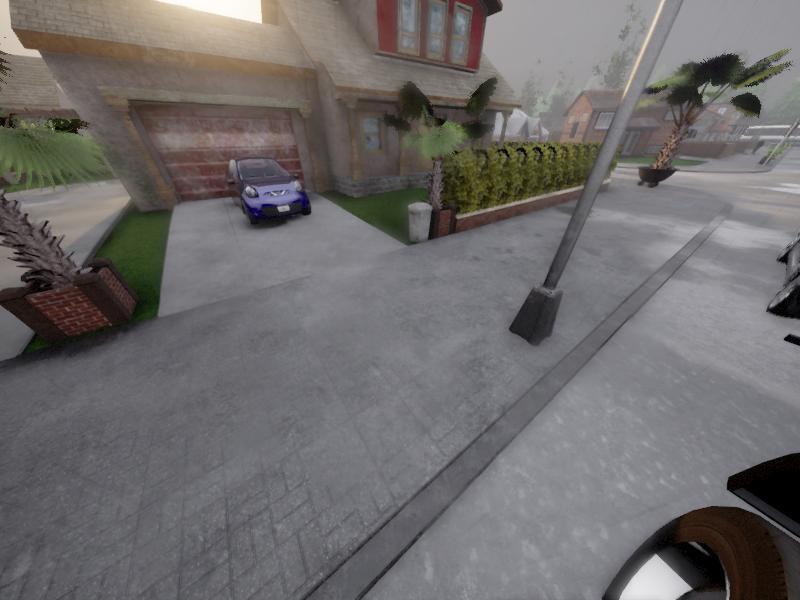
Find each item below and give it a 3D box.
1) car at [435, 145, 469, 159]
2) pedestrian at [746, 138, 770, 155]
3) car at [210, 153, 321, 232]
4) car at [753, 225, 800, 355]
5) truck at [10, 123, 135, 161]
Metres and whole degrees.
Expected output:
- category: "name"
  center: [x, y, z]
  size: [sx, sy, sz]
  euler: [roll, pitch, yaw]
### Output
- category: "car"
  center: [6.936, -20.036, 31.124]
  size: [1.994, 1.385, 4.181]
  euler: [-22, 41, -28]
- category: "pedestrian"
  center: [47.041, -20.147, 30.352]
  size: [0.751, 1.860, 0.751]
  euler: [-16, 38, -21]
- category: "car"
  center: [-4.139, -3.473, 7.009]
  size: [1.845, 1.501, 3.633]
  euler: [-24, 42, -30]
- category: "car"
  center: [7.517, -0.577, 3.257]
  size: [5.238, 1.638, 1.930]
  euler: [-22, 41, -28]
- category: "truck"
  center: [-43.136, -21.340, 31.190]
  size: [8.468, 3.827, 2.891]
  euler: [-22, 41, -28]
